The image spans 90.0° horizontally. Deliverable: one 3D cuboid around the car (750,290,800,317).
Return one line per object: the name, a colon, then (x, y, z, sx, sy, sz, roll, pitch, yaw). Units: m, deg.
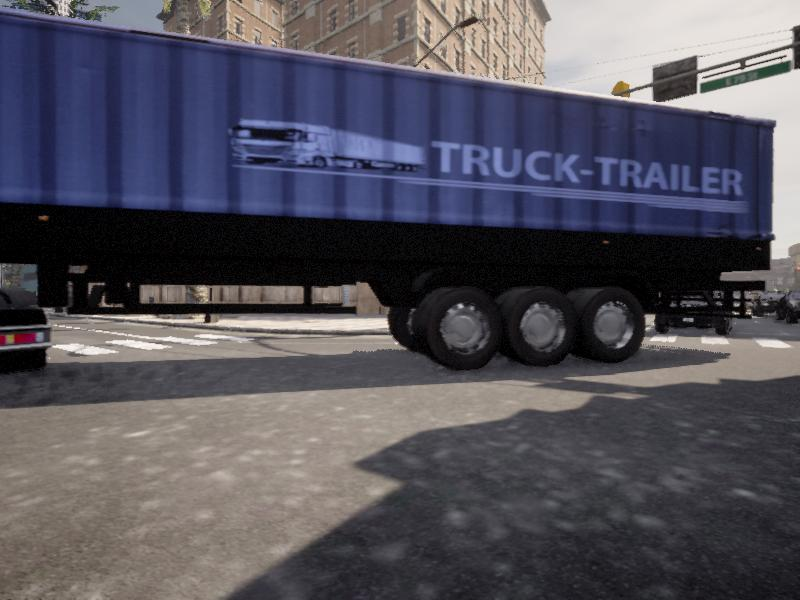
car: (23.982, 0.216, 25.598, 2.038, 1.542, 4.974, 0, 0, 37)

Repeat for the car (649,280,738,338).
car: (9.158, 0.223, 12.360, 1.845, 1.501, 3.633, 0, 0, 42)

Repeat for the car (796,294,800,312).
car: (32.718, 0.235, 31.380, 1.816, 1.474, 4.193, 0, 0, 37)

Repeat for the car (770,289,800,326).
car: (17.684, 0.285, 17.241, 2.033, 1.411, 5.357, 0, 0, 37)

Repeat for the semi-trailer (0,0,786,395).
semi-trailer: (-0.702, -1.226, 6.472, 14.254, 4.402, 2.717, 0, 1, -13)

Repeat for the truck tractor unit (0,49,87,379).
truck tractor unit: (-8.324, -1.111, 5.784, 6.516, 4.208, 3.053, 0, 0, 21)
